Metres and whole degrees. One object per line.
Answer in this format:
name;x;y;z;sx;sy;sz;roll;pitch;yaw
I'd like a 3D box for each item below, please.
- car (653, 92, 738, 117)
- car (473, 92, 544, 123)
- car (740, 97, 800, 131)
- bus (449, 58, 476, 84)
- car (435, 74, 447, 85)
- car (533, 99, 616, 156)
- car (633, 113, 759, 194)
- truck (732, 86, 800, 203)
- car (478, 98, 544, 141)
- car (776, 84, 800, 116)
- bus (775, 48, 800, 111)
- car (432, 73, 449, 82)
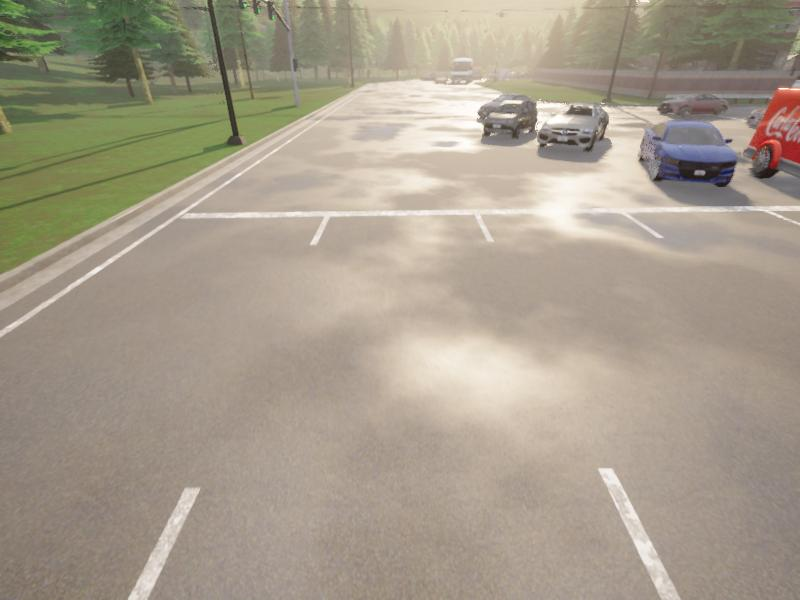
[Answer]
car;20.486;-13.654;27.906;4.181;1.385;1.994;-2;30;-3
car;7.116;-12.638;26.115;4.674;1.442;1.812;-23;37;-33
car;21.496;-10.186;21.881;3.806;1.475;1.970;-2;30;-3
bus;12.406;-45.046;78.638;3.944;4.253;10.273;7;31;12
car;7.833;-41.959;76.062;1.801;1.575;5.366;5;31;8
car;7.761;-7.709;17.524;2.152;1.651;5.027;17;34;27
car;9.040;-4.885;12.787;1.882;1.535;5.008;10;32;18
truck;11.878;-4.097;10.511;2.627;2.467;5.204;7;31;13
car;5.558;-9.043;19.873;1.789;1.549;3.705;18;35;29
car;29.484;-14.044;28.045;3.866;1.878;1.905;0;30;0
bus;36.127;-16.720;30.266;10.273;4.253;3.944;0;30;1
car;8.897;-48.880;87.770;2.033;1.649;4.856;14;33;22
